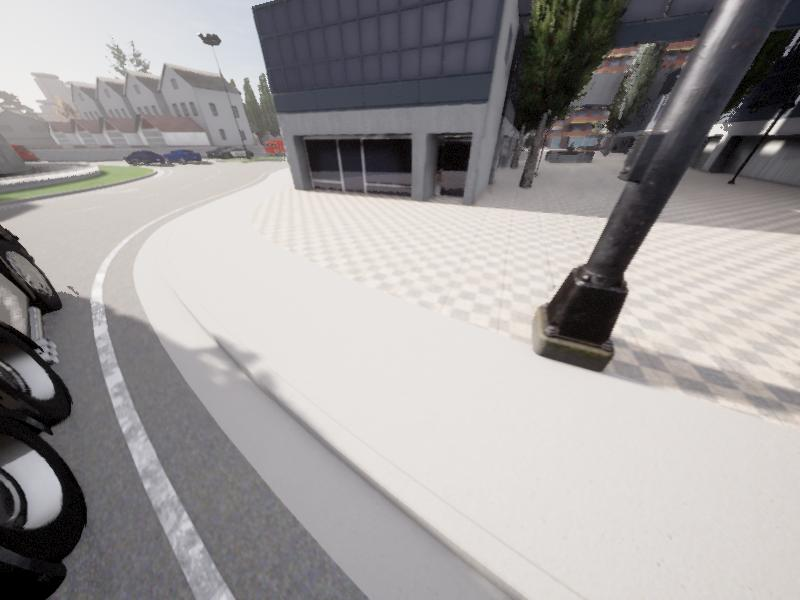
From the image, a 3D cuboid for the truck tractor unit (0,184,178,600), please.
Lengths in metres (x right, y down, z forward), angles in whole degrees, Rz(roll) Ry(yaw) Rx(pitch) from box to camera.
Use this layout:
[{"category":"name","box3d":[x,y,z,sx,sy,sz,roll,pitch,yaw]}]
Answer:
[{"category":"truck tractor unit","box3d":[-4.967,-0.424,0.959,6.516,4.208,3.053,24,41,30]}]

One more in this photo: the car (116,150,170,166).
[{"category":"car","box3d":[-29.474,-16.327,26.552,4.674,1.442,1.812,10,36,14]}]

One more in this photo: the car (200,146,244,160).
[{"category":"car","box3d":[-28.172,-23.490,36.750,2.033,1.649,4.856,23,41,30]}]

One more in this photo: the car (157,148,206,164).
[{"category":"car","box3d":[-27.302,-18.000,28.879,5.008,1.535,1.882,13,37,18]}]

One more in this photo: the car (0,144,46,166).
[{"category":"car","box3d":[-46.674,-16.753,26.731,5.566,2.045,2.150,-17,38,-22]}]
